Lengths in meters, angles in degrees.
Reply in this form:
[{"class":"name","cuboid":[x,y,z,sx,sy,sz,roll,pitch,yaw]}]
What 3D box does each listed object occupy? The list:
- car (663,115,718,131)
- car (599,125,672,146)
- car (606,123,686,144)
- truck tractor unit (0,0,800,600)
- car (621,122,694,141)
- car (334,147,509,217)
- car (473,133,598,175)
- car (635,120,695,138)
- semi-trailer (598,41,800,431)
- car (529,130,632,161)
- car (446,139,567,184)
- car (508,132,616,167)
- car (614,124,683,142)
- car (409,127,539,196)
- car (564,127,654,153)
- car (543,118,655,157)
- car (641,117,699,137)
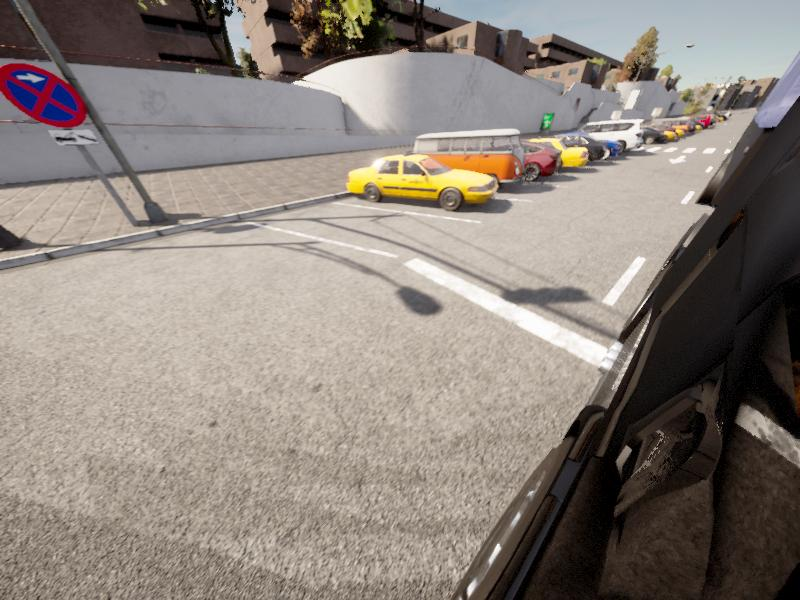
[{"class":"car","cuboid":[52.825,-32.379,42.300,5.566,2.045,2.435,17,41,25]},{"class":"car","cuboid":[23.205,-16.377,23.051,4.674,1.452,2.002,17,41,25]},{"class":"car","cuboid":[25.643,-17.569,24.451,5.366,1.575,1.946,17,40,25]},{"class":"truck tractor unit","cuboid":[2.645,-0.295,0.351,6.516,4.208,3.053,-28,44,-30]},{"class":"car","cuboid":[30.207,-19.967,27.454,5.366,1.575,1.946,17,40,25]},{"class":"car","cuboid":[0.560,-4.257,8.028,5.366,1.575,1.946,17,40,25]},{"class":"car","cuboid":[7.077,-7.999,12.650,5.366,1.575,1.946,17,41,25]},{"class":"car","cuboid":[34.629,-22.508,30.446,4.553,1.767,2.185,17,41,25]},{"class":"semi-trailer","cuboid":[8.694,-3.602,4.242,14.254,4.402,2.717,-28,44,-30]},{"class":"car","cuboid":[11.798,-10.379,15.560,5.008,1.535,2.097,17,40,25]},{"class":"car","cuboid":[4.933,-6.715,11.112,4.792,1.488,2.163,17,41,25]},{"class":"car","cuboid":[9.524,-9.158,14.061,4.892,1.521,2.231,17,41,25]},{"class":"car","cuboid":[27.738,-18.795,26.059,4.792,1.488,2.163,17,41,25]},{"class":"car","cuboid":[2.771,-5.670,9.414,4.442,1.987,1.878,17,40,25]},{"class":"car","cuboid":[16.358,-12.801,18.550,4.892,1.521,2.231,17,40,25]},{"class":"car","cuboid":[14.041,-11.795,16.908,5.566,2.045,2.435,17,41,25]},{"class":"car","cuboid":[36.990,-23.778,31.857,4.442,1.987,1.878,17,40,25]}]
